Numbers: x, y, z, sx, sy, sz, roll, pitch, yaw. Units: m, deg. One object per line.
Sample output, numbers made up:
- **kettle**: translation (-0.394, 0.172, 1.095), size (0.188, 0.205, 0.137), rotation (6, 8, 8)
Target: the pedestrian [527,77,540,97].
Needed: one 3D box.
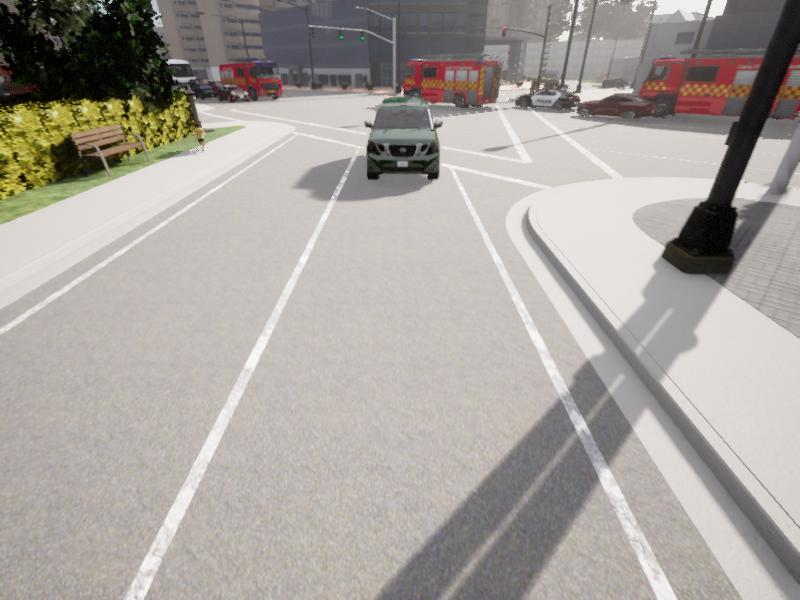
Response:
- **pedestrian**: translation (14.075, -22.491, 42.271), size (0.751, 1.860, 0.751), rotation (-16, 34, -25)

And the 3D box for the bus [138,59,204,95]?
- **bus**: translation (-33.207, -32.294, 57.906), size (10.273, 4.253, 3.944), rotation (23, 37, 35)

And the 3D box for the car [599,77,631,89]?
- **car**: translation (33.824, -34.132, 62.877), size (4.892, 1.490, 1.837), rotation (-18, 35, -28)

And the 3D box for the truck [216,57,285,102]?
- **truck**: translation (-16.147, -23.751, 43.068), size (2.891, 3.827, 8.468), rotation (-27, 39, -38)

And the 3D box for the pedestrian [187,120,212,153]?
- **pedestrian**: translation (-7.579, -6.196, 15.165), size (0.500, 1.100, 0.500), rotation (-6, 31, -10)

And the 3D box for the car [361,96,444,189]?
- **car**: translation (0.109, -5.478, 13.335), size (2.150, 2.045, 5.566), rotation (0, 30, 1)

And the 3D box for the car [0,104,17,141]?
- **car**: translation (-20.843, -7.888, 18.024), size (4.792, 1.488, 2.163), rotation (-26, 39, -37)

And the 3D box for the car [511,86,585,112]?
- **car**: translation (11.805, -16.231, 32.239), size (2.038, 1.542, 4.974), rotation (-26, 39, -37)

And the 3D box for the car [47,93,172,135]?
- **car**: translation (-15.881, -10.394, 22.169), size (5.027, 1.651, 2.152), rotation (-26, 39, -37)

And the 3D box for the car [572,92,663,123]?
- **car**: translation (13.996, -12.572, 26.002), size (1.812, 1.442, 4.674), rotation (-27, 39, -37)

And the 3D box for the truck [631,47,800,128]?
- **truck**: translation (19.795, -13.193, 24.662), size (2.891, 3.827, 8.468), rotation (-26, 39, -38)

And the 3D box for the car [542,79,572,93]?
- **car**: translation (20.898, -28.510, 53.286), size (4.193, 1.474, 1.816), rotation (-26, 39, -37)

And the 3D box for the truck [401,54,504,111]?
- **truck**: translation (4.125, -18.587, 34.002), size (2.891, 3.827, 8.468), rotation (-27, 39, -37)

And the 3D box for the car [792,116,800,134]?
- **car**: translation (21.910, -8.629, 19.087), size (1.816, 1.474, 4.193), rotation (-27, 39, -37)

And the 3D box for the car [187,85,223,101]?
- **car**: translation (-21.624, -22.971, 44.259), size (1.994, 1.385, 4.181), rotation (-26, 39, -37)

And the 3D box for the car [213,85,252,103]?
- **car**: translation (-16.726, -20.563, 39.883), size (1.970, 1.475, 3.806), rotation (-27, 39, -37)
